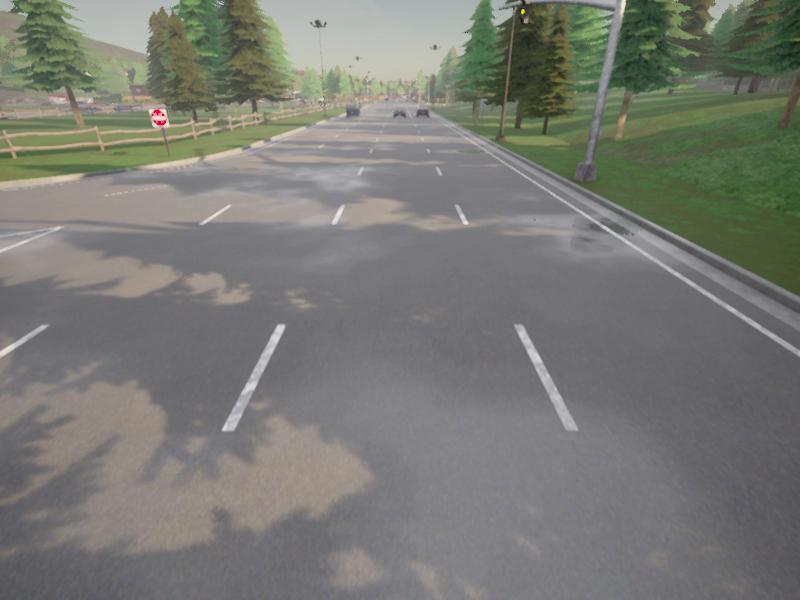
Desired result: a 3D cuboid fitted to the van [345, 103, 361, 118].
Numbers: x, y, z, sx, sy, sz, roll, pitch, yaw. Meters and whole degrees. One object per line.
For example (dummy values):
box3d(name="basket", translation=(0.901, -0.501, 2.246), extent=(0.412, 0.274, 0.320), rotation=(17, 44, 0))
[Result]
box3d(name="van", translation=(-7.032, -28.713, 60.543), extent=(1.775, 1.987, 4.442), rotation=(0, 27, 0))

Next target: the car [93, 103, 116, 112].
box3d(name="car", translation=(-64.685, -42.297, 87.750), extent=(1.851, 1.617, 3.988), rotation=(0, 27, 0))

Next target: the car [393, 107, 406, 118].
box3d(name="car", translation=(-0.031, -28.833, 61.508), extent=(1.895, 1.301, 4.718), rotation=(0, 27, 0))

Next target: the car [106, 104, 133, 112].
box3d(name="car", translation=(-61.182, -42.055, 87.400), extent=(2.033, 1.411, 5.357), rotation=(0, 27, 0))

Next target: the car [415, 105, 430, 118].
box3d(name="car", translation=(3.468, -29.365, 62.169), extent=(1.930, 1.638, 5.238), rotation=(0, 27, 0))
